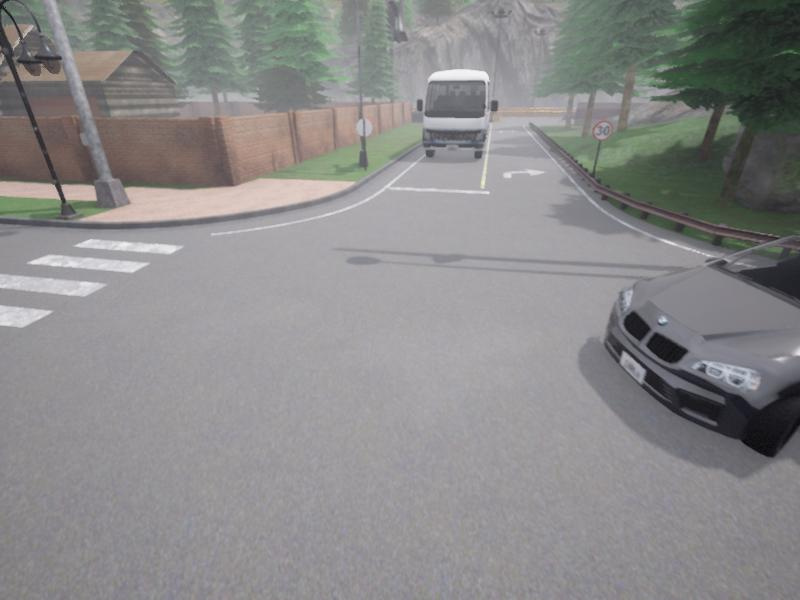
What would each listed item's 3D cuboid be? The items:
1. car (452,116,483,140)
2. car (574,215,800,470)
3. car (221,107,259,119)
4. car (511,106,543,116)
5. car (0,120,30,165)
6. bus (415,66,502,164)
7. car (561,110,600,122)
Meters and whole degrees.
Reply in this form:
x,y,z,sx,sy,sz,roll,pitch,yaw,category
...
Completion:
x,y,z,sx,sy,sz,roll,pitch,yaw,category
5.543,-14.041,32.510,2.128,1.511,4.902,5,28,11,car
4.867,0.172,4.507,4.611,1.667,2.242,-3,27,-6,car
-24.697,-28.912,61.818,4.902,1.511,2.128,5,27,10,car
22.021,-32.923,69.510,4.892,1.490,1.837,5,27,10,car
-19.927,-6.857,17.761,1.932,1.855,4.605,5,27,9,car
3.789,-11.230,23.996,3.944,4.253,10.273,5,28,11,bus
23.964,-24.583,53.321,4.181,1.385,1.994,5,27,10,car
